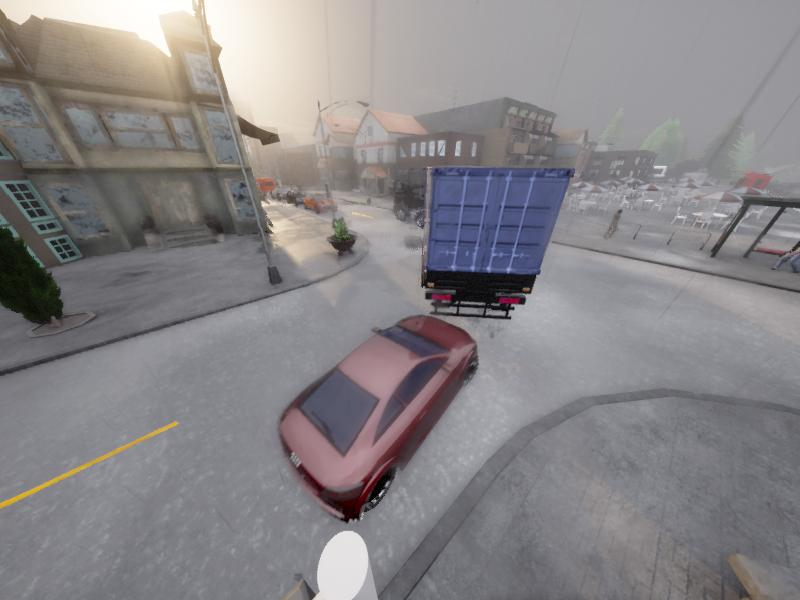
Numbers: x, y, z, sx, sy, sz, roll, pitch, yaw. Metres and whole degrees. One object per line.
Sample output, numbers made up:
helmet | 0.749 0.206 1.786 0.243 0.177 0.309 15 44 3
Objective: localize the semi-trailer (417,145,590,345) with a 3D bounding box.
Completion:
semi-trailer | 2.505 -4.319 11.260 2.717 4.402 14.254 3 30 4

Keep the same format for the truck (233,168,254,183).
truck | -46.492 -36.940 68.362 2.891 3.827 8.468 -23 37 -34

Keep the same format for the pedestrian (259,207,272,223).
pedestrian | -10.998 -6.941 18.880 0.500 1.100 0.500 -23 37 -34

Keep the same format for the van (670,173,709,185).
van | 77.828 -32.650 62.181 1.988 2.561 5.915 -23 37 -34

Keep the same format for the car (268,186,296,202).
car | -17.014 -15.267 33.125 2.038 1.542 4.974 -23 37 -34

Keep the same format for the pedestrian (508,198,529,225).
pedestrian | 9.196 -6.879 18.010 0.751 1.860 0.751 -6 31 -10

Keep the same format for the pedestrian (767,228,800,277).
pedestrian | 16.717 -2.020 9.594 0.751 1.860 0.751 25 38 36

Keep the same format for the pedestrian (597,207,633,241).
pedestrian | 13.147 -4.675 14.192 0.751 1.860 0.751 -4 30 -7

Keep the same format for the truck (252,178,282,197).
truck | -21.968 -18.629 38.003 2.627 2.467 5.204 -23 37 -34

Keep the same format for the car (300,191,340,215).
car | -8.443 -10.278 24.220 2.097 1.767 4.553 -23 37 -34

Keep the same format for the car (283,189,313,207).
car | -12.676 -12.715 28.629 1.851 1.617 3.988 -23 37 -34

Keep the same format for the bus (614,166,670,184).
bus | 71.223 -37.211 68.403 3.944 4.253 10.273 -23 37 -34

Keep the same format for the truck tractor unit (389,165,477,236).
truck tractor unit | 2.076 -8.044 17.915 3.053 4.208 6.516 -16 34 -26

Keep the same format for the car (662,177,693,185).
car | 73.649 -31.595 61.345 2.038 1.542 4.974 -23 37 -34

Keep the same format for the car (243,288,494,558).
car | -0.091 1.416 4.412 1.994 1.385 4.181 21 37 34
